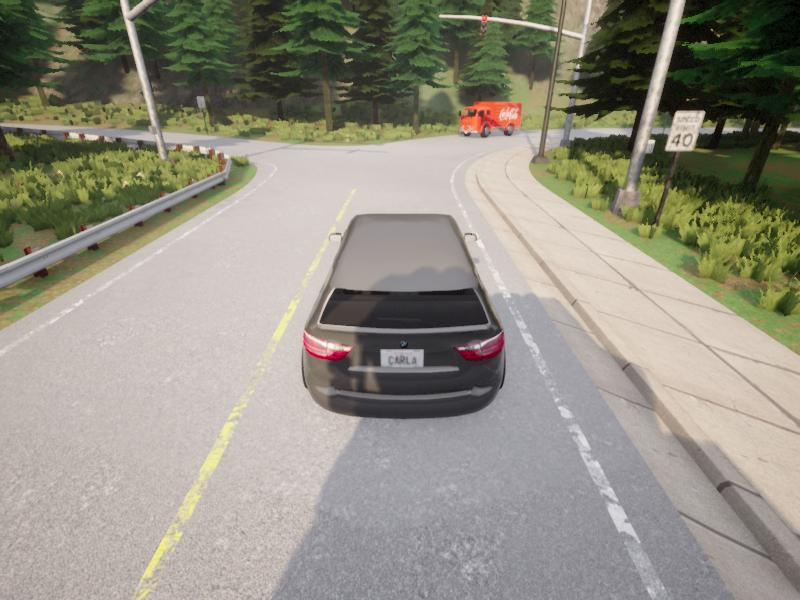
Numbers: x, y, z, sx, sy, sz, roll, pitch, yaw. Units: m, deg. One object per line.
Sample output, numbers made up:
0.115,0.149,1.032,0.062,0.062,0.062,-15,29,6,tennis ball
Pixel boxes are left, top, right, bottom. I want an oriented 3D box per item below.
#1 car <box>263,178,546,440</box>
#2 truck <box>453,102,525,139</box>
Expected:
0.042,-0.422,5.591,2.242,1.667,4.611,0,27,0,car
7.090,-14.323,31.732,5.204,2.467,2.627,-20,33,-34,truck
